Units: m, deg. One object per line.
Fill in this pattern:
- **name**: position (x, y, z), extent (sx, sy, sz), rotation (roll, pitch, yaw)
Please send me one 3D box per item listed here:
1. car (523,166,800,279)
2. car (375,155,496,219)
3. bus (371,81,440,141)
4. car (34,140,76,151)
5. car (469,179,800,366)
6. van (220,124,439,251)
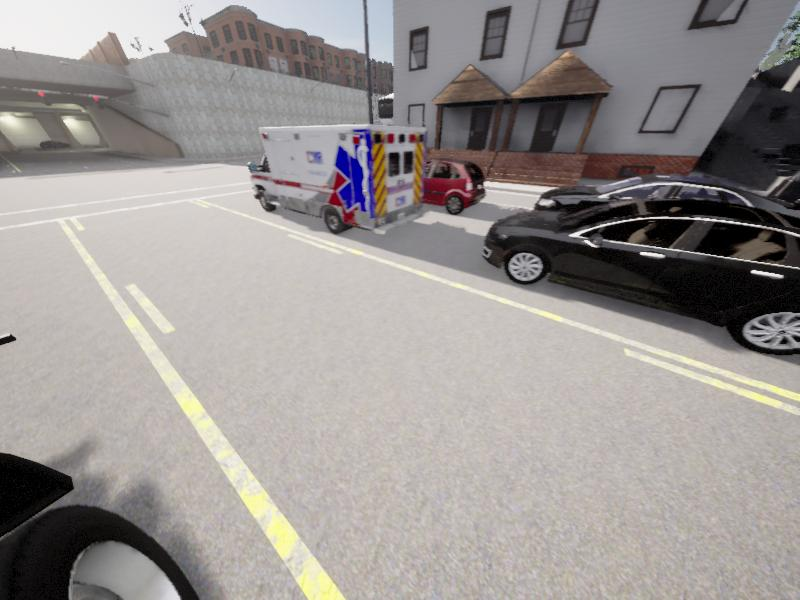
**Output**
- **car**: position (6.247, -2.362, 5.960), extent (4.902, 1.511, 2.128), rotation (22, 41, 28)
- **car**: position (1.204, -4.492, 8.859), extent (3.988, 1.617, 1.851), rotation (22, 41, 28)
- **bus**: position (1.262, -25.583, 31.175), extent (3.944, 4.253, 10.273), rotation (22, 55, 28)
- **car**: position (-68.489, -30.859, 45.974), extent (2.152, 1.651, 5.027), rotation (-11, 37, -16)
- **car**: position (3.957, -0.826, 3.790), extent (4.892, 1.490, 1.837), rotation (22, 41, 28)
- **van**: position (-2.317, -3.803, 7.156), extent (6.366, 2.431, 2.351), rotation (22, 41, 28)
